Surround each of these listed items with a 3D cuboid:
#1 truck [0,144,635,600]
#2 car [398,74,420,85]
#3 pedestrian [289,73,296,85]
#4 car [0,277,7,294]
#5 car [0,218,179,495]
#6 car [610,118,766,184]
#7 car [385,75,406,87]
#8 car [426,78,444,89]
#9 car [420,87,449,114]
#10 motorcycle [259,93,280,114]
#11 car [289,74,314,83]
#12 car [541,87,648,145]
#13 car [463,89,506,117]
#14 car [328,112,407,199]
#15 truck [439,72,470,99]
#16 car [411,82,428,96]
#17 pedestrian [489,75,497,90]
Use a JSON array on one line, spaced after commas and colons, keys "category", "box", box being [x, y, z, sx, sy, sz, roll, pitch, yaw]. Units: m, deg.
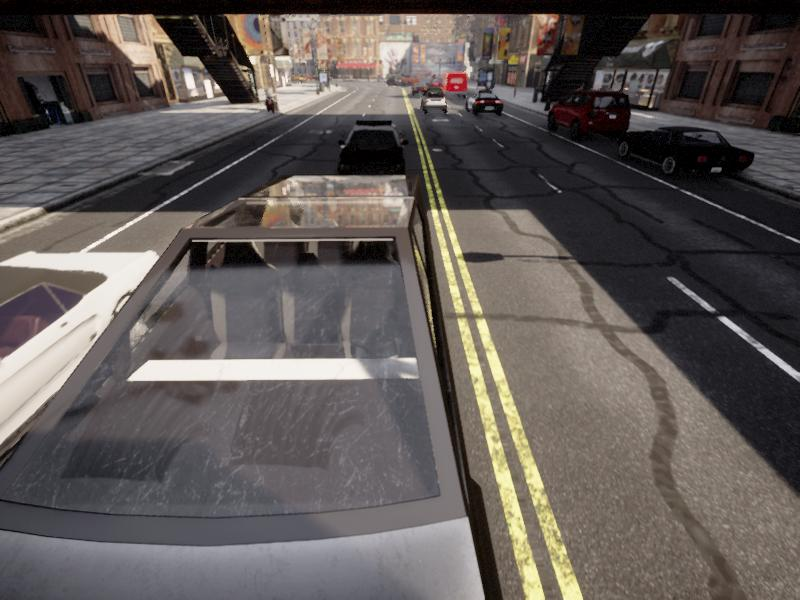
[{"category": "truck", "box": [-0.727, 0.185, 3.682, 2.390, 2.098, 6.274, 0, 30, 0]}, {"category": "car", "box": [1.661, -41.635, 75.552, 2.097, 1.767, 4.553, -15, 33, -24]}, {"category": "pedestrian", "box": [-19.274, -39.511, 71.543, 0.751, 1.860, 0.751, -22, 37, -33]}, {"category": "car", "box": [-7.256, 0.427, 3.785, 2.231, 1.521, 4.892, 0, 30, -1]}, {"category": "car", "box": [-4.240, 0.658, 3.618, 1.895, 1.301, 4.718, 0, 30, 0]}, {"category": "car", "box": [9.373, -5.229, 13.660, 1.895, 1.301, 4.718, 0, 30, -1]}, {"category": "car", "box": [-0.877, -40.101, 73.181, 2.242, 1.667, 4.611, -13, 33, -20]}, {"category": "car", "box": [5.508, -34.645, 63.966, 1.994, 1.385, 4.181, -4, 31, -7]}, {"category": "car", "box": [2.590, -15.418, 30.827, 1.851, 1.617, 3.988, 0, 30, 0]}, {"category": "motorcycle", "box": [-9.315, -14.026, 28.526, 0.856, 1.236, 1.805, -17, 34, -26]}, {"category": "car", "box": [-21.650, -48.509, 87.623, 5.366, 1.575, 1.801, 16, 34, 25]}, {"category": "car", "box": [9.260, -9.274, 19.862, 2.435, 2.045, 5.566, 0, 30, -1]}, {"category": "car", "box": [6.105, -14.541, 29.390, 2.038, 1.542, 4.974, 0, 30, 0]}, {"category": "car", "box": [-0.788, -4.671, 12.394, 1.930, 1.638, 5.238, 0, 30, 0]}, {"category": "truck", "box": [5.937, -23.890, 44.473, 2.627, 2.467, 5.204, 0, 30, -1]}, {"category": "car", "box": [2.384, -26.165, 49.541, 1.895, 1.301, 4.718, 0, 30, 0]}, {"category": "pedestrian", "box": [12.744, -29.775, 54.792, 0.751, 1.860, 0.751, -4, 30, -6]}]
